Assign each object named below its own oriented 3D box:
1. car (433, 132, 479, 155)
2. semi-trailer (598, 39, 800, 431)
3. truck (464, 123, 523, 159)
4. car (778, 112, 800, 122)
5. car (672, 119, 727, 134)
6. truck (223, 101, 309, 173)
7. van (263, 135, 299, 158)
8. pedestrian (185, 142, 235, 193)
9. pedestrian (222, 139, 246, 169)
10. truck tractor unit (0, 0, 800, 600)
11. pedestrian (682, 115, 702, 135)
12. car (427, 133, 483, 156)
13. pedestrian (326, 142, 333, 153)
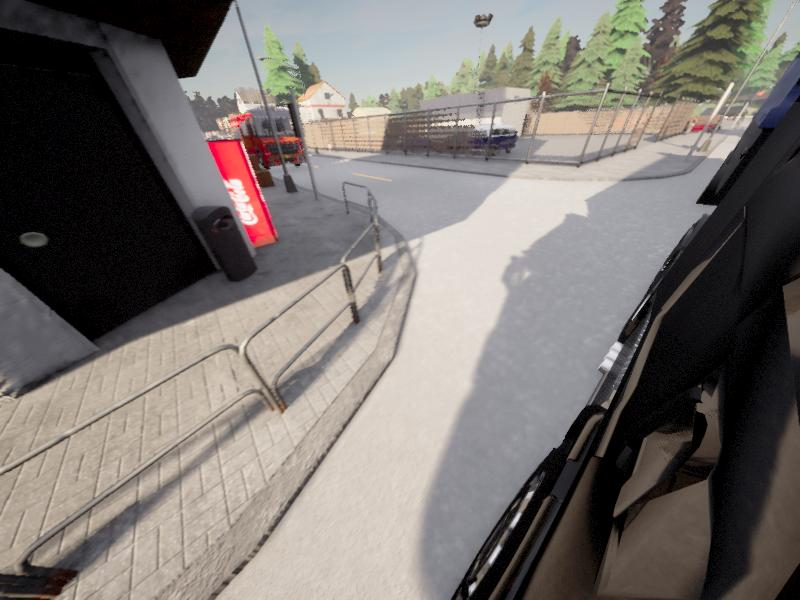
[{"bbox_3d":[5.120,-14.702,21.635,1.789,1.547,3.705,-28,44,-30],"label":"car"},{"bbox_3d":[8.692,-3.606,4.237,14.254,4.402,2.717,-28,44,-30],"label":"semi-trailer"},{"bbox_3d":[7.551,-12.929,18.696,4.478,2.038,2.069,-28,44,-30],"label":"truck"},{"bbox_3d":[85.715,-40.368,50.945,4.892,1.490,1.837,-28,43,-30],"label":"car"},{"bbox_3d":[40.017,-23.207,30.939,1.816,1.474,4.193,-30,45,-32],"label":"car"},{"bbox_3d":[-10.828,-12.818,18.369,2.891,3.827,8.468,-28,43,-30],"label":"truck"},{"bbox_3d":[-13.882,-17.940,26.929,2.069,2.038,4.480,-28,43,-30],"label":"van"},{"bbox_3d":[-8.399,-5.888,10.329,0.751,1.860,0.751,4,37,8],"label":"pedestrian"},{"bbox_3d":[-12.718,-11.202,17.752,0.751,1.860,0.751,-12,38,-12],"label":"pedestrian"},{"bbox_3d":[2.645,-0.295,0.352,6.516,4.208,3.053,-28,44,-30],"label":"truck tractor unit"},{"bbox_3d":[35.258,-21.142,27.929,0.751,1.860,0.751,27,46,34],"label":"pedestrian"},{"bbox_3d":[5.147,-14.480,21.456,5.357,1.415,2.033,-28,44,-30],"label":"car"},{"bbox_3d":[-8.117,-17.642,26.724,0.500,1.100,0.500,-8,37,-7],"label":"pedestrian"}]
